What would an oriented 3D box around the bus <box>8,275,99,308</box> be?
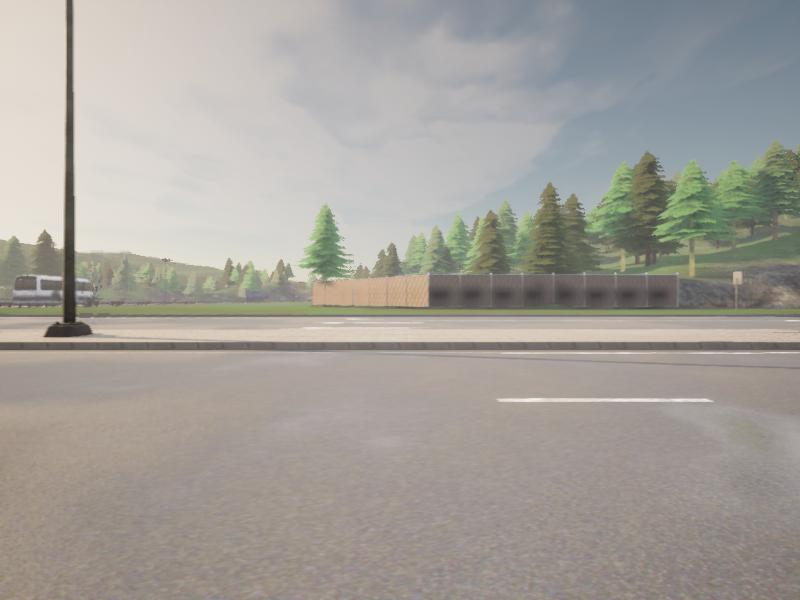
[{"bbox_3d":[-48.371,-1.127,56.477,3.944,4.253,10.273,0,0,-1],"label":"bus"}]
